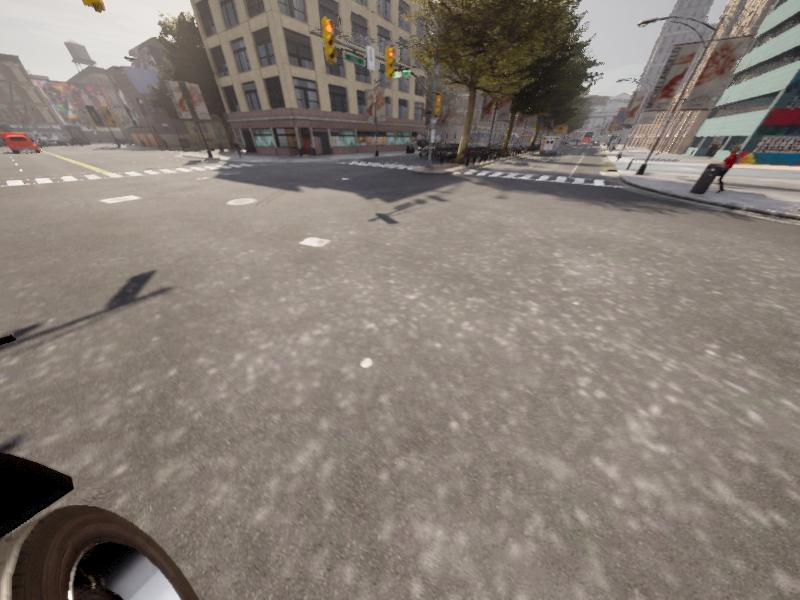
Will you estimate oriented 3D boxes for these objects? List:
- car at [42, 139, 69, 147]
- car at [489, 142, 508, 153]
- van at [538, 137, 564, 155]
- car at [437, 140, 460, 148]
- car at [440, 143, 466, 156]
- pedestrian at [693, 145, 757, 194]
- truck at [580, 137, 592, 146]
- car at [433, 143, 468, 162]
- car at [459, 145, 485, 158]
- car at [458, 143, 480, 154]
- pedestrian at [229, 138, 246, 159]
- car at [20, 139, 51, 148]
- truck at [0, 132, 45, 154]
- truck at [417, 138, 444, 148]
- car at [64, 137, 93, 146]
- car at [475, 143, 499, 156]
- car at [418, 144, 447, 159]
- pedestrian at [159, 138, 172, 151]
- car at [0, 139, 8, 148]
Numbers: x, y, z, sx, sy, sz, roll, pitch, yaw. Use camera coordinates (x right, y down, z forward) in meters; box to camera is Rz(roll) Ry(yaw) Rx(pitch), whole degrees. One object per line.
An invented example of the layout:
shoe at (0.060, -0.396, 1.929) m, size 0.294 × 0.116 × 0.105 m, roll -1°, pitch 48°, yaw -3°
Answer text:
car at (-81.322, -37.126, 54.555) m, size 1.970 × 1.475 × 3.806 m, roll -17°, pitch 39°, yaw -22°
car at (17.881, -27.578, 41.766) m, size 1.851 × 1.617 × 3.988 m, roll 22°, pitch 41°, yaw 28°
van at (25.820, -26.380, 39.430) m, size 2.351 × 2.431 × 6.366 m, roll 22°, pitch 41°, yaw 28°
car at (12.790, -41.021, 60.795) m, size 5.366 × 1.575 × 1.801 m, roll 19°, pitch 39°, yaw 24°
car at (8.153, -23.040, 35.313) m, size 2.007 × 1.525 × 4.514 m, roll 22°, pitch 41°, yaw 28°
pedestrian at (14.882, -6.007, 10.639) m, size 0.751 × 1.860 × 0.751 m, roll -14°, pitch 38°, yaw -20°
truck at (64.539, -54.871, 80.135) m, size 2.627 × 2.467 × 5.204 m, roll 22°, pitch 41°, yaw 28°
car at (6.176, -17.920, 27.912) m, size 2.242 × 1.667 × 4.611 m, roll 22°, pitch 41°, yaw 28°
car at (10.299, -21.211, 32.877) m, size 1.994 × 1.385 × 4.181 m, roll 22°, pitch 41°, yaw 27°
car at (11.857, -26.120, 39.740) m, size 1.837 × 1.490 × 4.892 m, roll 22°, pitch 40°, yaw 27°
pedestrian at (-17.515, -16.300, 24.924) m, size 0.751 × 1.860 × 0.751 m, roll 26°, pitch 43°, yaw 32°
car at (-77.058, -33.175, 48.942) m, size 2.007 × 1.525 × 4.514 m, roll -23°, pitch 41°, yaw -29°
truck at (-55.047, -22.770, 33.531) m, size 5.204 × 2.467 × 2.627 m, roll 22°, pitch 40°, yaw 28°
truck at (7.802, -40.664, 59.792) m, size 6.274 × 2.098 × 2.390 m, roll 21°, pitch 40°, yaw 27°
car at (-78.829, -38.962, 56.760) m, size 1.932 × 1.855 × 4.605 m, roll -15°, pitch 38°, yaw -20°
car at (14.099, -24.410, 37.323) m, size 2.128 × 1.511 × 4.902 m, roll 22°, pitch 41°, yaw 28°
car at (4.400, -19.858, 30.839) m, size 1.812 × 1.442 × 4.674 m, roll 22°, pitch 41°, yaw 28°
pedestrian at (-41.745, -27.733, 41.164) m, size 0.751 × 1.860 × 0.751 m, roll 22°, pitch 41°, yaw 28°
car at (-83.497, -31.921, 47.102) m, size 2.002 × 1.452 × 4.674 m, roll -22°, pitch 41°, yaw -28°
